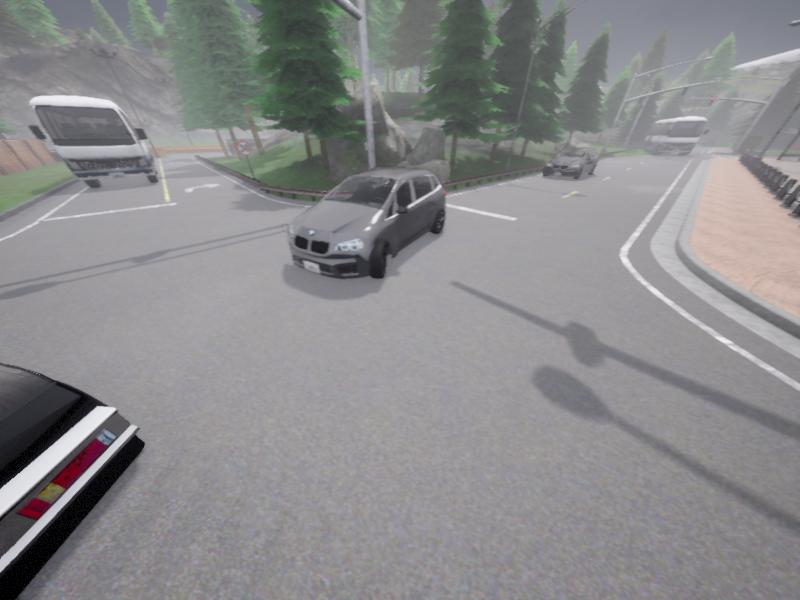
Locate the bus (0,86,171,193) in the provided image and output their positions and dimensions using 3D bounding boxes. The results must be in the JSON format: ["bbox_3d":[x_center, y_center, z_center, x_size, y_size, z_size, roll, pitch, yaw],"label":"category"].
[{"bbox_3d":[-19.174,-10.418,15.358,3.944,4.253,10.273,-27,43,-32],"label":"bus"}]

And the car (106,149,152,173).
[{"bbox_3d":[-25.184,-13.130,21.681,2.128,1.511,4.902,-27,43,-32],"label":"car"}]

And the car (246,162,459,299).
[{"bbox_3d":[-0.515,-2.172,5.620,2.242,1.667,4.611,18,39,24],"label":"car"}]

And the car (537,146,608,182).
[{"bbox_3d":[11.676,-9.305,15.614,4.611,1.667,2.242,-28,43,-33],"label":"car"}]
